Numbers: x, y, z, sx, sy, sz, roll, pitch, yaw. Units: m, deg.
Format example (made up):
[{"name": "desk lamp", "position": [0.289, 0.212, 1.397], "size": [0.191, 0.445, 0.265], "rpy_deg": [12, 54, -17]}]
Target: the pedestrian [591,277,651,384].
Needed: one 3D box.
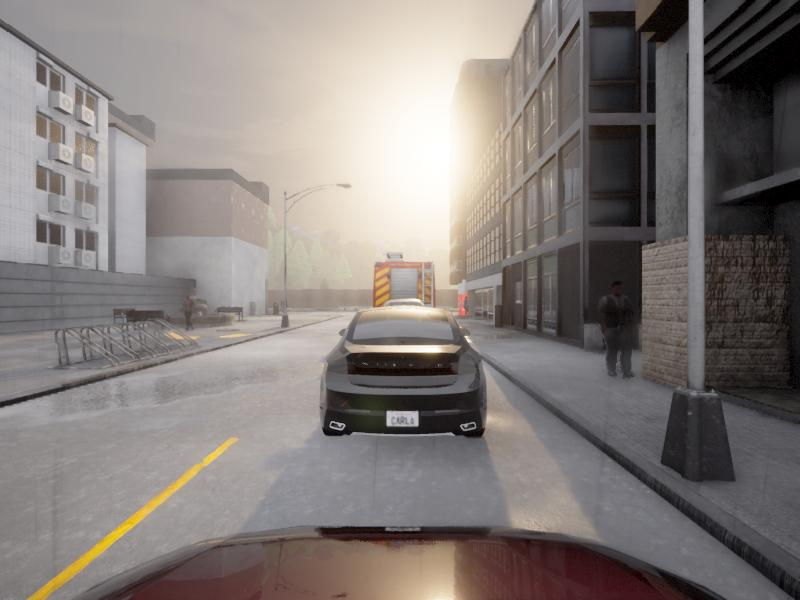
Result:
[{"name": "pedestrian", "position": [4.068, 0.533, 7.426], "size": [0.751, 1.860, 0.751], "rpy_deg": [0, 0, 7]}]

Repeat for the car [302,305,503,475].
[{"name": "car", "position": [0.063, 0.845, 6.103], "size": [1.837, 1.490, 4.892], "rpy_deg": [0, 0, 1]}]

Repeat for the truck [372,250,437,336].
[{"name": "truck", "position": [0.248, -0.321, 22.112], "size": [2.891, 3.827, 8.468], "rpy_deg": [0, 0, 1]}]

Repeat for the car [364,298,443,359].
[{"name": "car", "position": [0.140, 0.781, 13.363], "size": [2.152, 1.651, 5.027], "rpy_deg": [0, 0, 1]}]

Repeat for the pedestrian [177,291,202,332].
[{"name": "pedestrian", "position": [-9.715, 0.533, 18.469], "size": [0.751, 1.860, 0.751], "rpy_deg": [0, 0, 0]}]

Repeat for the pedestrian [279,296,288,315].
[{"name": "pedestrian", "position": [-11.565, 0.547, 39.764], "size": [0.751, 1.860, 0.751], "rpy_deg": [0, 0, -10]}]

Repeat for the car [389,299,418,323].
[{"name": "car", "position": [0.308, 0.778, 30.924], "size": [2.033, 1.649, 4.856], "rpy_deg": [0, 0, 1]}]

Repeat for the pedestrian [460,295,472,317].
[{"name": "pedestrian", "position": [5.761, 0.525, 34.880], "size": [0.751, 1.860, 0.751], "rpy_deg": [0, 0, -23]}]
